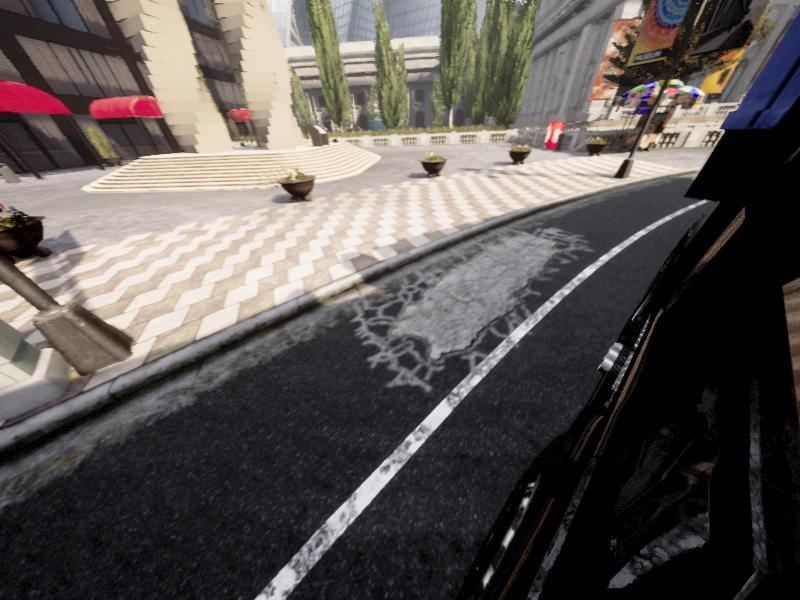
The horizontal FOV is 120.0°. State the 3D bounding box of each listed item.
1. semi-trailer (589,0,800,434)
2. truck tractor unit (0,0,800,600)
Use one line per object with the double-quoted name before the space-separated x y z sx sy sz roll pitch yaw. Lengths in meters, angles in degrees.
"semi-trailer" 9.352 -3.047 3.461 14.254 4.402 2.717 -20 39 -21
"truck tractor unit" 2.645 -0.295 0.352 6.516 4.208 3.053 -28 44 -30
